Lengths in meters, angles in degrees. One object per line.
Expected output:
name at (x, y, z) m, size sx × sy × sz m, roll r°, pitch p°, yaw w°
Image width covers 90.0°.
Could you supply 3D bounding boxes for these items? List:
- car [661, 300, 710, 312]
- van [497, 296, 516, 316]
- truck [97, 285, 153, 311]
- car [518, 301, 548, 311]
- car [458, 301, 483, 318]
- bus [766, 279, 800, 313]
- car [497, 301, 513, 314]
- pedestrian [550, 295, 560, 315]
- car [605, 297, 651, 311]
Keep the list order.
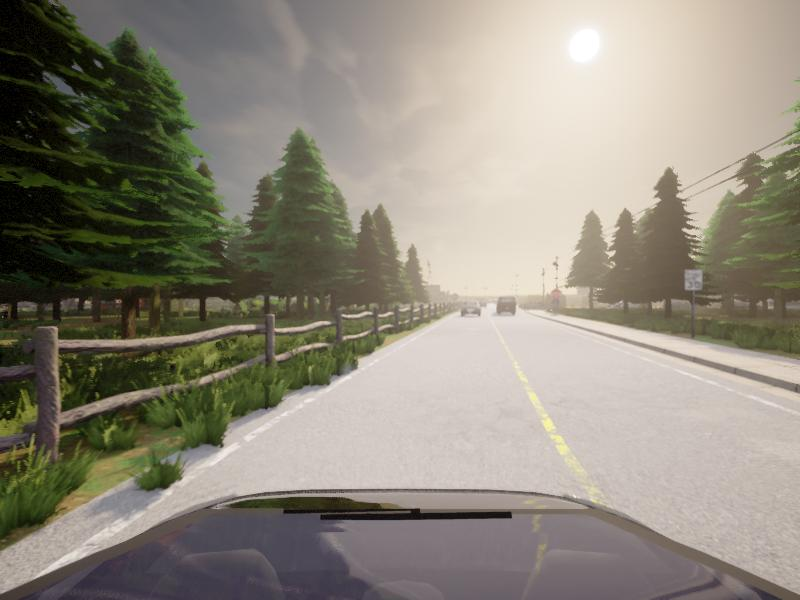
car at (39.451, 0.802, 55.350) m, size 5.027 × 1.651 × 2.152 m, roll 0°, pitch 0°, yaw 11°
van at (11.407, 0.585, 42.875) m, size 1.775 × 1.987 × 4.442 m, roll 0°, pitch 0°, yaw 12°
truck at (-44.120, -0.310, 64.576) m, size 2.891 × 3.827 × 8.468 m, roll 0°, pitch 0°, yaw 4°
car at (20.975, 0.922, 63.203) m, size 4.181 × 1.385 × 1.994 m, roll 0°, pitch 0°, yaw 27°
car at (6.818, 0.824, 38.246) m, size 2.128 × 1.511 × 4.902 m, roll 0°, pitch 0°, yaw 12°
bus at (55.446, -0.511, 52.570) m, size 10.273 × 4.253 × 3.944 m, roll 0°, pitch 0°, yaw 10°
car at (12.798, 0.830, 48.944) m, size 1.837 × 1.490 × 4.892 m, roll 0°, pitch 0°, yaw 14°
pedestrian at (14.940, 0.472, 38.586) m, size 0.751 × 1.860 × 0.751 m, roll 0°, pitch 0°, yaw 10°
car at (33.978, 0.587, 59.872) m, size 5.566 × 2.045 × 2.150 m, roll 0°, pitch 0°, yaw 10°
